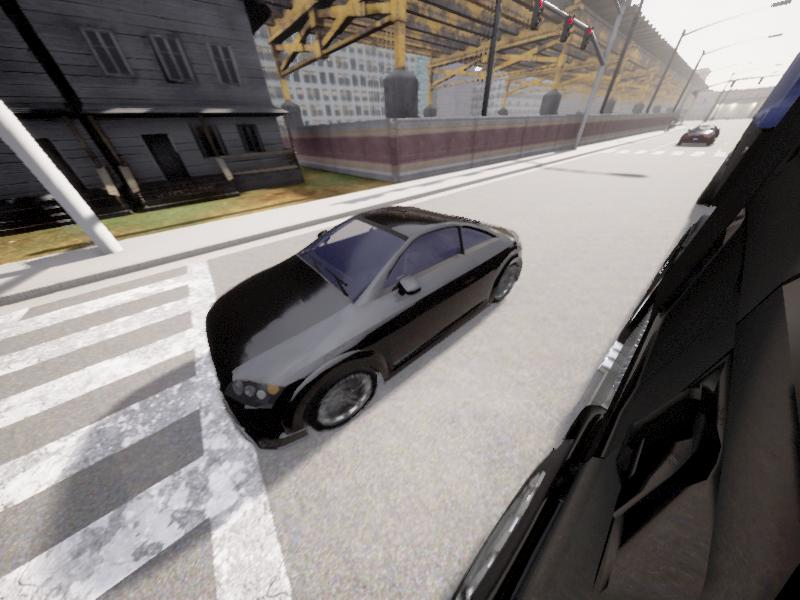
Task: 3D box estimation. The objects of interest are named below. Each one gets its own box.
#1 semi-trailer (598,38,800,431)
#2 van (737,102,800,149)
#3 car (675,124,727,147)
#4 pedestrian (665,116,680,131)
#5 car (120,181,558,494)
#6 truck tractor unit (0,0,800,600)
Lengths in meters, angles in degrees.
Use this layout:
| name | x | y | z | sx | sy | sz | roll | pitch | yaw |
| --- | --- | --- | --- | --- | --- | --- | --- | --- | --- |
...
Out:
| name | x | y | z | sx | sy | sz | roll | pitch | yaw |
| --- | --- | --- | --- | --- | --- | --- | --- | --- | --- |
| semi-trailer | 8.694 | -3.600 | 4.242 | 14.254 | 4.402 | 2.717 | -28 | 43 | -30 |
| van | 28.340 | -13.277 | 17.551 | 5.915 | 2.561 | 1.988 | -28 | 43 | -30 |
| car | 26.383 | -14.467 | 20.261 | 4.181 | 1.385 | 1.994 | -27 | 43 | -29 |
| pedestrian | 43.579 | -28.233 | 36.942 | 0.751 | 1.860 | 0.751 | -25 | 42 | -27 |
| car | -0.153 | -0.359 | 3.021 | 4.181 | 1.385 | 1.994 | -28 | 43 | -30 |
| truck tractor unit | 2.645 | -0.295 | 0.352 | 6.516 | 4.208 | 3.053 | -28 | 44 | -30 |
